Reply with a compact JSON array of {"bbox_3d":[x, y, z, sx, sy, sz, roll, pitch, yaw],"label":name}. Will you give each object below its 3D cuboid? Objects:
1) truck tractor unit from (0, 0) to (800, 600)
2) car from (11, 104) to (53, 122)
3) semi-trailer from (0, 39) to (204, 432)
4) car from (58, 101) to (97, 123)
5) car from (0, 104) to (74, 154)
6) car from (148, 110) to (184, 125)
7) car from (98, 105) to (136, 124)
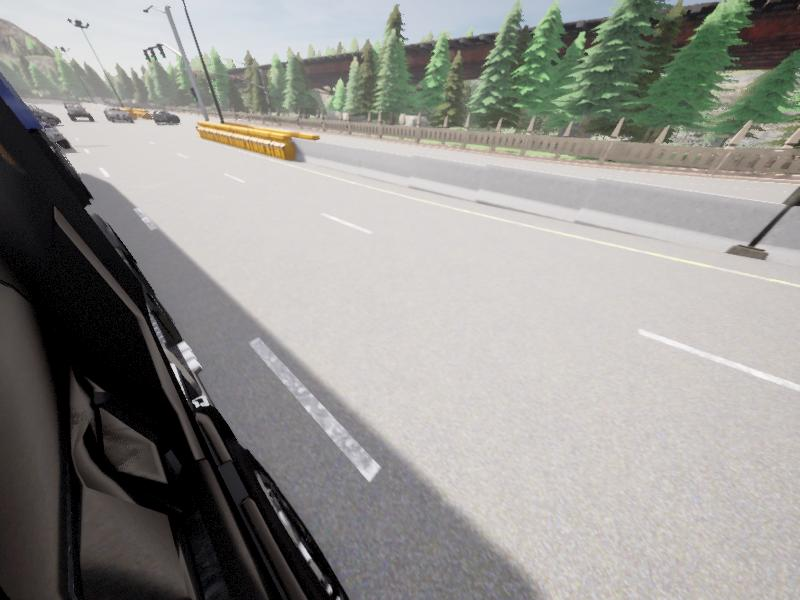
[{"bbox_3d":[-2.645,-0.295,0.351,6.516,4.208,3.053,28,44,30],"label":"truck tractor unit"},{"bbox_3d":[-41.232,-20.965,25.928,4.181,1.385,1.994,29,45,28],"label":"car"},{"bbox_3d":[-8.755,-3.620,4.086,14.254,4.402,2.717,28,44,28],"label":"semi-trailer"},{"bbox_3d":[-39.555,-23.076,28.335,3.866,1.878,1.905,30,45,29],"label":"car"},{"bbox_3d":[-20.133,-9.266,12.407,4.605,1.855,1.932,27,44,26],"label":"car"},{"bbox_3d":[-32.641,-25.527,32.335,1.845,1.501,3.633,-5,39,-12],"label":"car"},{"bbox_3d":[-38.163,-25.018,31.144,5.027,1.651,2.152,30,45,29],"label":"car"}]
